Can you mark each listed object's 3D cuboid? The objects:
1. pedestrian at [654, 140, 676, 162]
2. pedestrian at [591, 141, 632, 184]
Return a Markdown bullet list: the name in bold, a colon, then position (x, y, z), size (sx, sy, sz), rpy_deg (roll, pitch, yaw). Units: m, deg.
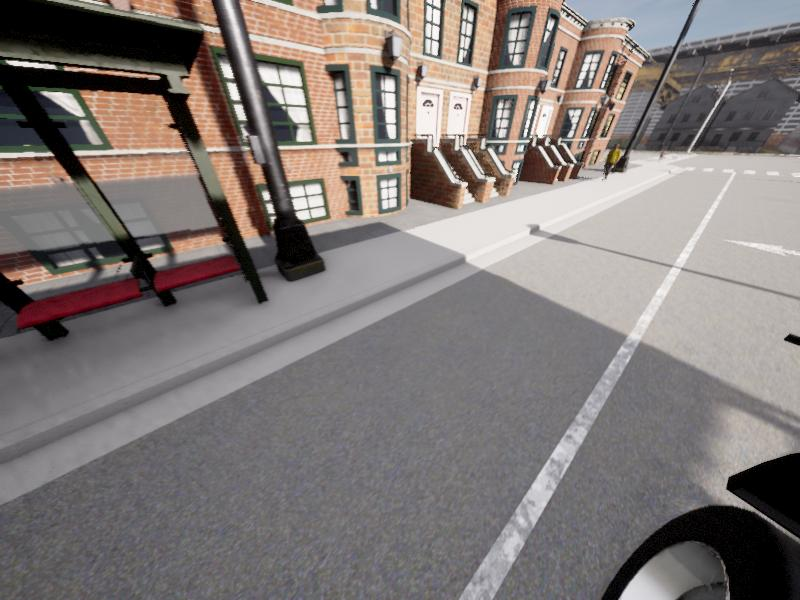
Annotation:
- **pedestrian**: position (27.389, -15.418, 23.912), size (0.751, 1.860, 0.751), rpy_deg (-28, 44, -34)
- **pedestrian**: position (11.142, -7.275, 12.239), size (0.751, 1.860, 0.751), rpy_deg (-22, 40, -28)
